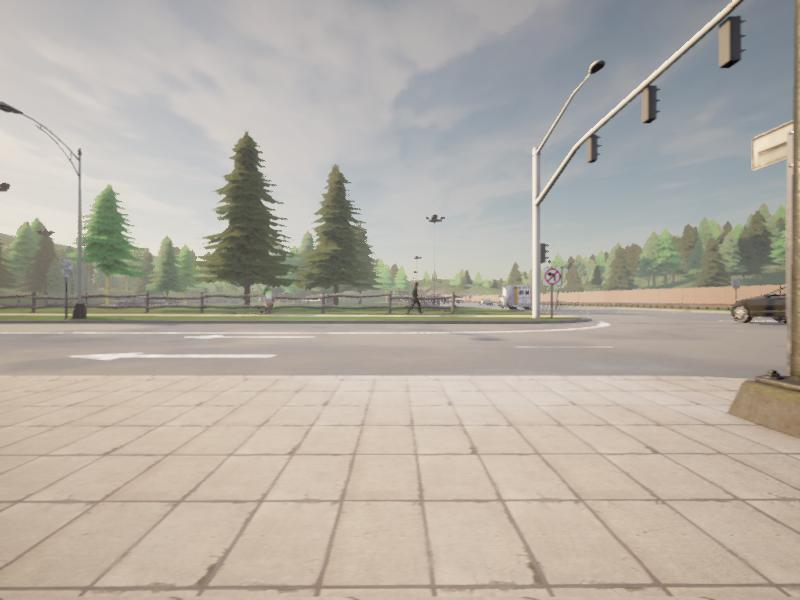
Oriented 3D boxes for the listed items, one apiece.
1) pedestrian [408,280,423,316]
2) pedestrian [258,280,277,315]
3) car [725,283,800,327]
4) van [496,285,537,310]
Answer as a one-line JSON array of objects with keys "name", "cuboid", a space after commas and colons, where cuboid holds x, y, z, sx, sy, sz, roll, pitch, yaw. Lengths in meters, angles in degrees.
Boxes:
[{"name": "pedestrian", "cuboid": [0.826, -0.115, 21.247, 0.751, 1.860, 0.751, 0, 0, 3]}, {"name": "pedestrian", "cuboid": [-7.251, -0.123, 21.840, 0.751, 1.860, 0.751, 0, 0, 4]}, {"name": "car", "cuboid": [15.871, 0.194, 15.665, 2.152, 1.651, 5.027, 0, 0, -1]}, {"name": "van", "cuboid": [12.073, -0.212, 41.910, 2.351, 2.431, 6.366, 0, 0, -1]}]
